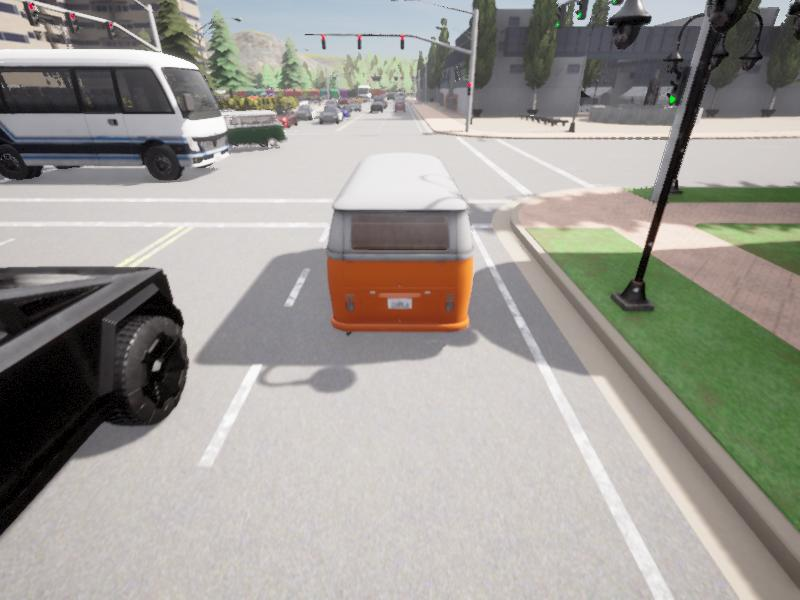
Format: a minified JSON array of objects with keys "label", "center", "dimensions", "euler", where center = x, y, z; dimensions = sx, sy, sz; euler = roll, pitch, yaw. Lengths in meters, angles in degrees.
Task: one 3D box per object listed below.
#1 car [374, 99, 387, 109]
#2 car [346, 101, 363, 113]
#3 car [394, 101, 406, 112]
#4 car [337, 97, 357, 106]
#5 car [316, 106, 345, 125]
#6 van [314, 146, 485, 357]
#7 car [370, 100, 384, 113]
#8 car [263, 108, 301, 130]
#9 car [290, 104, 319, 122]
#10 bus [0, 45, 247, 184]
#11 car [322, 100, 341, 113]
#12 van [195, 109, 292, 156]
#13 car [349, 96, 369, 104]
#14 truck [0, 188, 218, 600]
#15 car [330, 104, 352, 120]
[{"label":"car","center":[-3.500,-35.917,73.260],"dimensions":[2.033,1.649,4.856],"euler":[0,28,0]},{"label":"car","center":[-7.000,-30.055,62.280],"dimensions":[2.128,1.511,4.902],"euler":[0,28,0]},{"label":"car","center":[0.000,-30.283,62.584],"dimensions":[1.789,1.549,3.705],"euler":[0,28,0]},{"label":"car","center":[-12.247,-46.201,93.018],"dimensions":[2.242,1.667,4.611],"euler":[-24,36,-38]},{"label":"car","center":[-7.000,-18.840,40.763],"dimensions":[2.038,1.542,4.974],"euler":[0,28,0]},{"label":"van","center":[0.008,-1.197,6.575],"dimensions":[1.775,1.987,4.442],"euler":[0,28,0]},{"label":"car","center":[-3.500,-29.652,61.300],"dimensions":[1.930,1.638,5.238],"euler":[0,28,0]},{"label":"car","center":[-10.563,-16.441,36.182],"dimensions":[2.007,1.525,4.514],"euler":[1,28,1]},{"label":"car","center":[-10.500,-20.728,44.359],"dimensions":[2.038,1.542,4.974],"euler":[0,28,0]},{"label":"bus","center":[-12.036,-7.035,15.273],"dimensions":[10.273,4.253,3.944],"euler":[1,28,1]},{"label":"car","center":[-10.500,-29.651,61.286],"dimensions":[2.033,1.649,4.856],"euler":[0,28,0]},{"label":"van","center":[-8.544,-9.346,22.140],"dimensions":[4.442,1.987,1.775],"euler":[-19,34,-32]},{"label":"car","center":[-10.256,-49.832,99.588],"dimensions":[4.605,1.855,1.932],"euler":[-17,32,-29]},{"label":"truck","center":[-3.499,1.235,1.806],"dimensions":[2.390,2.098,6.274],"euler":[0,28,0]},{"label":"car","center":[-6.999,-22.627,48.000],"dimensions":[2.007,1.525,4.514],"euler":[0,28,0]}]
